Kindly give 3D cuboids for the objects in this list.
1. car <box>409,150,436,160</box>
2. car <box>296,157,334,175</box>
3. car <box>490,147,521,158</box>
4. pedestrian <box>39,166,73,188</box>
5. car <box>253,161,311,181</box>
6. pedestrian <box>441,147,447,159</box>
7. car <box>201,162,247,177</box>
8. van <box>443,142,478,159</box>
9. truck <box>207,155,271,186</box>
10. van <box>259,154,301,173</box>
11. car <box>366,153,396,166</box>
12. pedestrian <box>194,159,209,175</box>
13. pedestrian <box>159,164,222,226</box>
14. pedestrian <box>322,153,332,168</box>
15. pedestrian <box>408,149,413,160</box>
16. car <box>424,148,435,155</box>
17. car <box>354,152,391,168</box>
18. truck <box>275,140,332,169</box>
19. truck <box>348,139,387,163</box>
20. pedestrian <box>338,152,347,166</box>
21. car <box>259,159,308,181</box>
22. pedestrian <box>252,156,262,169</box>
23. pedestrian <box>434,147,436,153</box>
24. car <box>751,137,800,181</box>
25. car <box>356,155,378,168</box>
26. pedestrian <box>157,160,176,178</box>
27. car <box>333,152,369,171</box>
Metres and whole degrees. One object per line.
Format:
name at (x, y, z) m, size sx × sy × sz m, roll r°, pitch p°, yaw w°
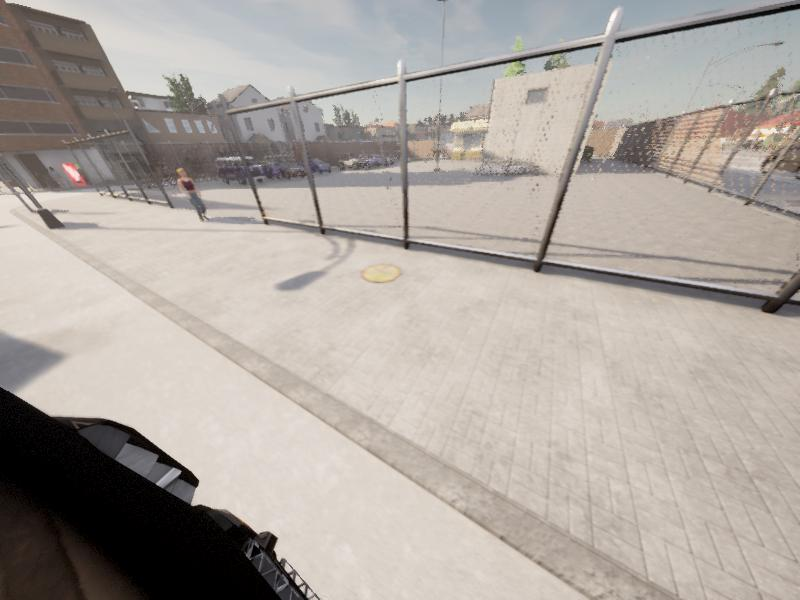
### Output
car at (4.657, -30.766, 48.928) m, size 5.366 × 1.575 × 1.801 m, roll 15°, pitch 37°, yaw 25°
car at (-9.533, -15.114, 26.054) m, size 3.633 × 1.501 × 1.845 m, roll 16°, pitch 38°, yaw 26°
car at (19.028, -26.531, 41.645) m, size 4.674 × 1.442 × 1.812 m, roll 16°, pitch 38°, yaw 26°
pedestrian at (-33.410, -11.966, 22.477) m, size 0.751 × 1.860 × 0.751 m, roll -7°, pitch 34°, yaw -7°
car at (-11.522, -12.660, 22.577) m, size 5.357 × 1.415 × 2.033 m, roll 16°, pitch 38°, yaw 26°
pedestrian at (8.205, -27.366, 43.037) m, size 0.751 × 1.860 × 0.751 m, roll -26°, pitch 40°, yaw -31°
car at (-22.972, -17.188, 30.390) m, size 1.994 × 1.385 × 4.181 m, roll 16°, pitch 38°, yaw 26°
van at (11.715, -29.076, 45.008) m, size 5.915 × 2.561 × 1.988 m, roll 16°, pitch 38°, yaw 26°
truck at (-13.663, -11.014, 19.658) m, size 4.478 × 2.038 × 2.069 m, roll 16°, pitch 38°, yaw 26°
van at (-16.687, -19.251, 32.481) m, size 2.069 × 2.038 × 4.480 m, roll 16°, pitch 38°, yaw 26°
car at (-2.838, -21.184, 34.816) m, size 4.193 × 1.474 × 1.816 m, roll 16°, pitch 38°, yaw 26°
pedestrian at (-27.390, -18.390, 31.833) m, size 0.751 × 1.860 × 0.751 m, roll 25°, pitch 42°, yaw 35°
pedestrian at (-7.324, -3.694, 8.169) m, size 0.751 × 1.860 × 0.751 m, roll 16°, pitch 38°, yaw 26°
pedestrian at (-10.713, -20.649, 34.128) m, size 0.751 × 1.860 × 0.751 m, roll 21°, pitch 40°, yaw 31°
pedestrian at (2.072, -28.317, 44.896) m, size 0.751 × 1.860 × 0.751 m, roll 14°, pitch 37°, yaw 23°
car at (9.768, -49.285, 76.810) m, size 1.932 × 1.855 × 4.605 m, roll 16°, pitch 38°, yaw 26°
car at (-3.795, -19.499, 32.199) m, size 4.611 × 1.667 × 2.242 m, roll 16°, pitch 38°, yaw 26°
truck at (-16.063, -25.034, 39.592) m, size 2.891 × 3.827 × 8.468 m, roll 16°, pitch 38°, yaw 26°
truck at (-6.248, -30.166, 46.716) m, size 2.891 × 3.827 × 8.468 m, roll 17°, pitch 38°, yaw 27°
pedestrian at (-9.029, -22.317, 36.544) m, size 0.751 × 1.860 × 0.751 m, roll 23°, pitch 41°, yaw 34°
car at (-11.273, -12.791, 22.629) m, size 1.789 × 1.547 × 3.705 m, roll 16°, pitch 38°, yaw 26°
pedestrian at (-23.772, -22.889, 38.414) m, size 0.751 × 1.860 × 0.751 m, roll 20°, pitch 40°, yaw 30°
pedestrian at (13.545, -57.989, 89.141) m, size 0.751 × 1.860 × 0.751 m, roll 8°, pitch 35°, yaw 16°
car at (22.066, -7.494, 12.155) m, size 1.932 × 1.855 × 4.605 m, roll 16°, pitch 38°, yaw 26°
car at (-4.332, -18.213, 30.473) m, size 2.207 × 1.379 × 1.481 m, roll 16°, pitch 38°, yaw 26°
pedestrian at (-29.642, -16.639, 29.313) m, size 0.751 × 1.860 × 0.751 m, roll 12°, pitch 36°, yaw 21°
car at (-6.170, -17.540, 29.197) m, size 3.866 × 1.878 × 1.905 m, roll 16°, pitch 38°, yaw 26°
